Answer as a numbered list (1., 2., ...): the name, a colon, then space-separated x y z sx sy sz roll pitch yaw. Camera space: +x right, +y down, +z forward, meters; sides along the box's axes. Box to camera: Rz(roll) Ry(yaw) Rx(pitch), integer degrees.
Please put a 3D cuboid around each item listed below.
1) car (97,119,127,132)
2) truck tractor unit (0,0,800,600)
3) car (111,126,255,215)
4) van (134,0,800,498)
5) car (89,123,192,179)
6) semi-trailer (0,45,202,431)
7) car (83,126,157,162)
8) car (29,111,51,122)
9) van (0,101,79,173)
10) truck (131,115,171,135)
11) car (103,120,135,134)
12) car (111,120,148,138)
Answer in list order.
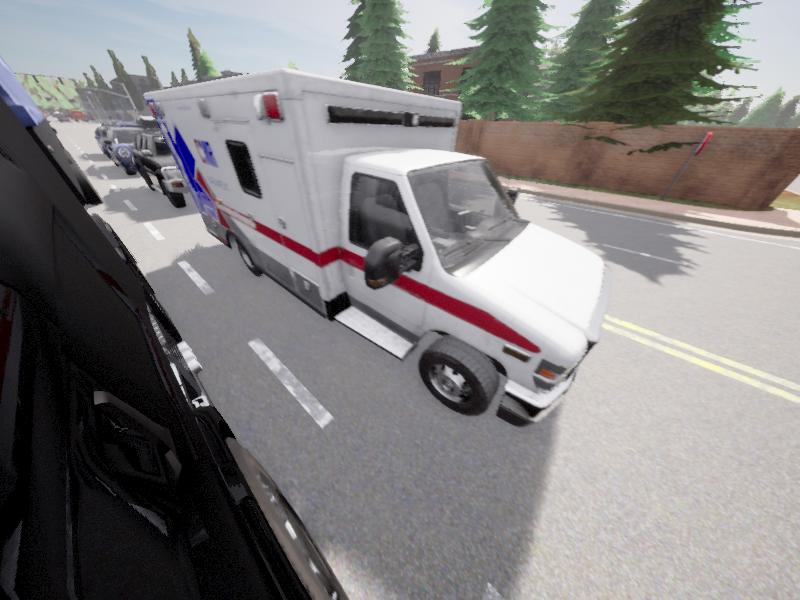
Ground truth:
1. car: -44.843 -27.102 35.905 5.357 1.411 2.033 28 44 30
2. truck tractor unit: -2.645 -0.295 0.351 6.516 4.208 3.053 28 44 30
3. car: -7.119 -4.462 7.582 4.605 1.855 1.932 28 44 30
4. van: -0.787 -1.315 3.304 6.366 2.431 2.351 28 44 30
5. car: -12.404 -7.243 11.044 4.553 1.767 2.097 28 44 30
6. semi-trailer: -8.706 -3.593 4.230 14.254 4.402 2.717 28 44 30
7. car: -17.565 -9.882 14.479 4.514 1.525 2.007 28 44 30
8. car: -87.834 -44.747 56.376 5.566 2.045 2.150 28 44 30
9. van: -18.800 -8.153 11.370 6.366 2.431 2.351 28 44 30
10. truck: -36.946 -25.936 34.210 6.274 2.098 2.390 28 44 30
11. car: -38.997 -24.028 32.070 4.892 1.490 1.837 28 44 30
12. car: -33.226 -20.975 28.306 5.008 1.535 1.882 28 44 30
